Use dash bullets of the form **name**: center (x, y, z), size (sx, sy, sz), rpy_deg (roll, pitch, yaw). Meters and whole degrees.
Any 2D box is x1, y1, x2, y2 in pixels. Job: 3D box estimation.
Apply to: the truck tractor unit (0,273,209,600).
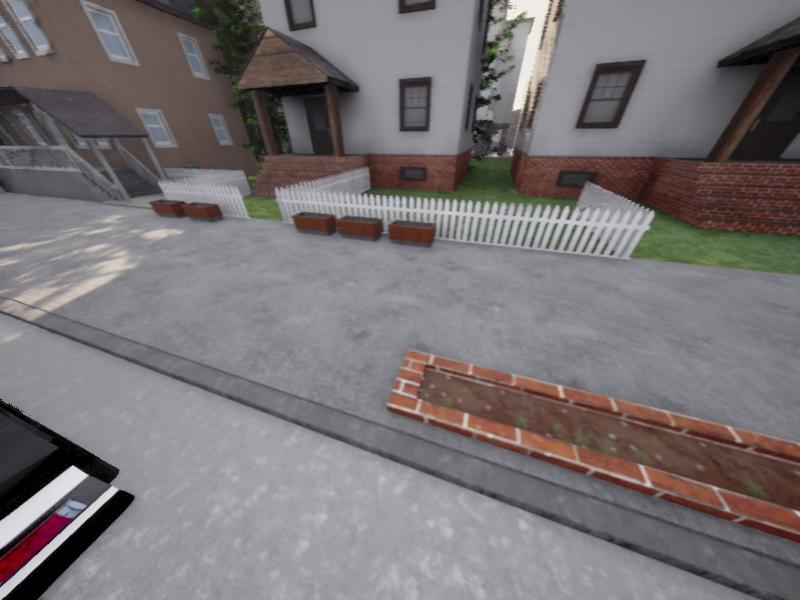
- **truck tractor unit**: center (-5.272, -0.094, 0.493), size (6.516, 4.208, 3.053), rpy_deg (11, 37, 15)
